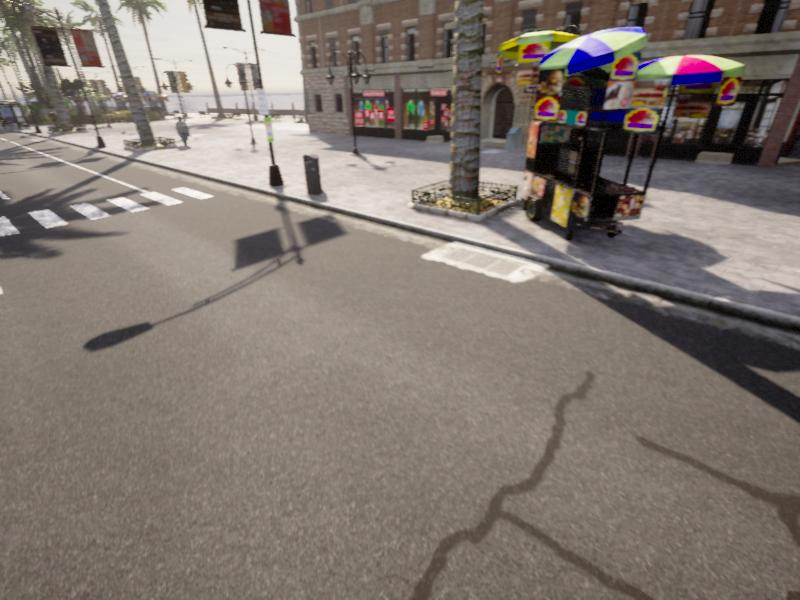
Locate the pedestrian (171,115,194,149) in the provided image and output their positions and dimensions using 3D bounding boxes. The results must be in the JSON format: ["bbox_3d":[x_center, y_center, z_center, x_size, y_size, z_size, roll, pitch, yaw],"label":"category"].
[{"bbox_3d":[-13.381,-10.363,24.639,0.751,1.860,0.751,-18,32,-30],"label":"pedestrian"}]

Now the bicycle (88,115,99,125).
[{"bbox_3d":[-38.279,-22.500,49.925,1.643,1.024,0.373,21,35,36],"label":"bicycle"}]

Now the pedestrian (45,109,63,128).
[{"bbox_3d":[-38.114,-19.984,44.081,0.751,1.860,0.751,16,32,30],"label":"pedestrian"}]

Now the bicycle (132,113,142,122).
[{"bbox_3d":[-34.962,-24.288,53.257,1.643,1.024,0.373,21,35,36],"label":"bicycle"}]

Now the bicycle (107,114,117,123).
[{"bbox_3d":[-36.952,-23.215,51.258,1.643,1.024,0.373,21,35,36],"label":"bicycle"}]
